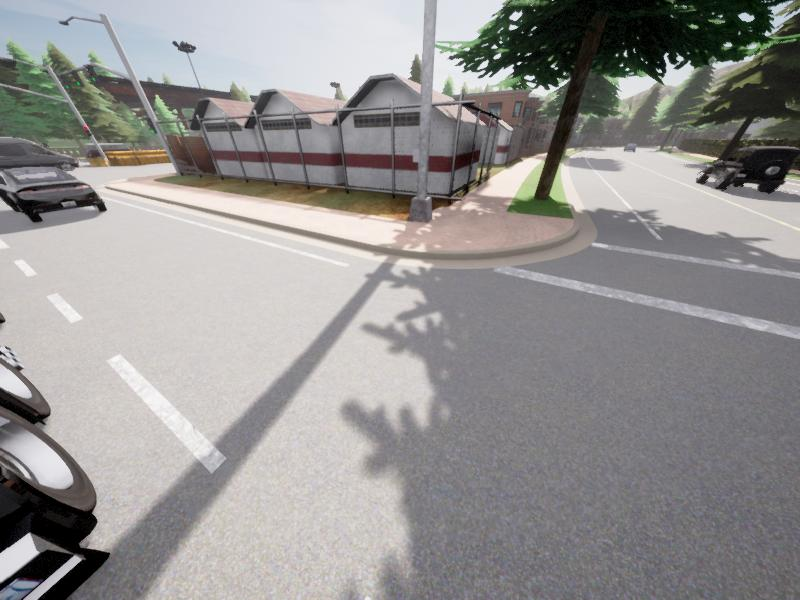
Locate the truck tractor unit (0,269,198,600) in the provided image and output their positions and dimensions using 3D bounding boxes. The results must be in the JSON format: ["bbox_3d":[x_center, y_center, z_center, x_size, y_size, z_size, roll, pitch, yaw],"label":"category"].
[{"bbox_3d":[-5.121,-0.291,0.768,6.516,4.208,3.053,18,39,24],"label":"truck tractor unit"}]

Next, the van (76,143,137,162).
[{"bbox_3d":[-39.629,-20.083,31.378,1.775,1.987,4.442,16,38,22],"label":"van"}]

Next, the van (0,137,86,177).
[{"bbox_3d":[-31.548,-11.888,19.073,1.988,2.561,5.915,16,38,22],"label":"van"}]

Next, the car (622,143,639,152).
[{"bbox_3d":[46.683,-30.914,46.729,2.033,1.411,5.357,25,42,32],"label":"car"}]

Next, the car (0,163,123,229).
[{"bbox_3d":[-13.221,-4.064,8.605,4.902,1.511,2.128,18,39,24],"label":"car"}]

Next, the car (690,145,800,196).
[{"bbox_3d":[17.759,-6.803,11.909,1.905,1.878,3.866,17,39,24],"label":"car"}]
